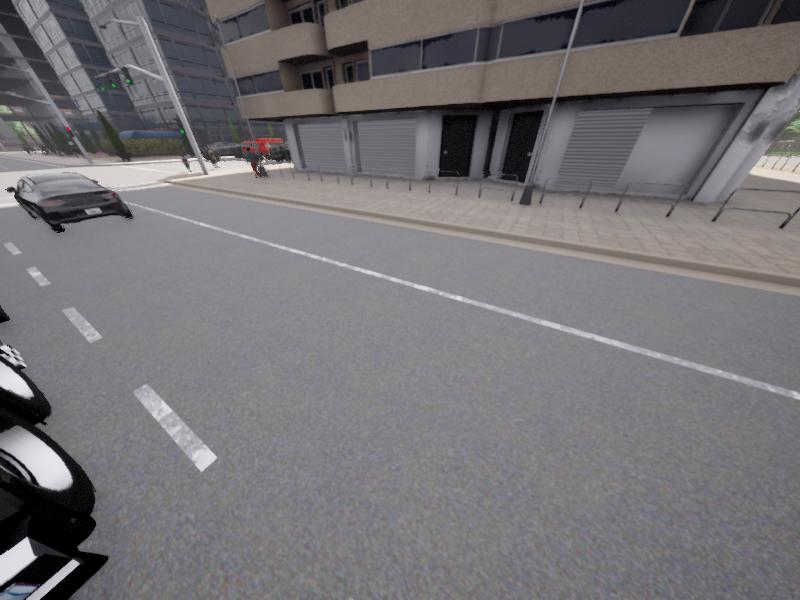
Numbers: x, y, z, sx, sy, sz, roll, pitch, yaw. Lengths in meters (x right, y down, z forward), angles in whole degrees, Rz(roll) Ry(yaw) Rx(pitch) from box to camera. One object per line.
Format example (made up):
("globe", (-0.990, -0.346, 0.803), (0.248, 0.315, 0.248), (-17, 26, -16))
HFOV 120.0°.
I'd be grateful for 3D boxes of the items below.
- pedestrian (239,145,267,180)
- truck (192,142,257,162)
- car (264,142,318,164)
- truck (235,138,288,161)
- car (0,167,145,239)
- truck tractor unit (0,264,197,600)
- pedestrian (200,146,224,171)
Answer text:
("pedestrian", (-9.273, -8.695, 14.624), (0.751, 1.860, 0.751), (22, 40, 28))
("truck", (-23.406, -20.063, 31.165), (2.390, 2.098, 6.274), (18, 39, 25))
("car", (-13.153, -18.199, 28.452), (2.150, 2.045, 5.566), (19, 39, 25))
("truck", (-18.845, -20.711, 31.732), (2.627, 2.467, 5.204), (19, 39, 25))
("car", (-11.179, -3.450, 7.780), (4.674, 1.442, 1.812), (18, 39, 24))
("truck tractor unit", (-5.108, -0.305, 0.775), (6.516, 4.208, 3.053), (19, 39, 24))
("pedestrian", (-16.476, -12.429, 20.311), (0.751, 1.860, 0.751), (14, 37, 19))
